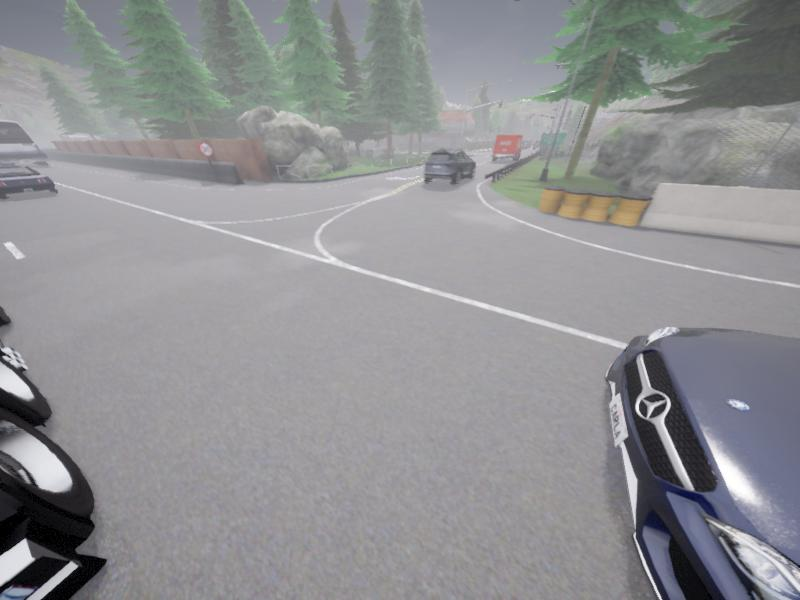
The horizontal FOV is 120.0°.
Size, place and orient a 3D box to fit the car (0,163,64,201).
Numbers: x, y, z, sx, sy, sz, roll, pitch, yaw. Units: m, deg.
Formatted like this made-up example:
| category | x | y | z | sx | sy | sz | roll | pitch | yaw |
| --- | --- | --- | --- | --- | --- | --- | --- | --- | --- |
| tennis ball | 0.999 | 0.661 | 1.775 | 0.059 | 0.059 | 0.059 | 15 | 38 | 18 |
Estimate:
| category | x | y | z | sx | sy | sz | roll | pitch | yaw |
| --- | --- | --- | --- | --- | --- | --- | --- | --- | --- |
| car | -20.508 | -6.378 | 12.301 | 4.718 | 1.301 | 1.895 | 18 | 39 | 24 |

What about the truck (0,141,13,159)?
| category | x | y | z | sx | sy | sz | roll | pitch | yaw |
| --- | --- | --- | --- | --- | --- | --- | --- | --- | --- |
| truck | -74.088 | -27.489 | 41.070 | 8.468 | 3.827 | 2.891 | 28 | 44 | 35 |

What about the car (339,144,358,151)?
| category | x | y | z | sx | sy | sz | roll | pitch | yaw |
| --- | --- | --- | --- | --- | --- | --- | --- | --- | --- |
| car | -12.963 | -38.141 | 57.747 | 4.674 | 1.442 | 1.812 | 22 | 40 | 28 |

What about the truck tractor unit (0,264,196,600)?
| category | x | y | z | sx | sy | sz | roll | pitch | yaw |
| --- | --- | --- | --- | --- | --- | --- | --- | --- | --- |
| truck tractor unit | -5.113 | -0.295 | 0.797 | 6.516 | 4.208 | 3.053 | 18 | 38 | 24 |

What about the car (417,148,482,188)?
| category | x | y | z | sx | sy | sz | roll | pitch | yaw |
| --- | --- | --- | --- | --- | --- | --- | --- | --- | --- |
| car | 3.037 | -7.954 | 13.639 | 2.033 | 1.649 | 4.856 | 18 | 38 | 25 |

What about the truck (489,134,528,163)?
| category | x | y | z | sx | sy | sz | roll | pitch | yaw |
| --- | --- | --- | --- | --- | --- | --- | --- | --- | --- |
| truck | 12.330 | -17.217 | 26.156 | 2.627 | 2.467 | 5.204 | 19 | 39 | 25 |

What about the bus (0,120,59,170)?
| category | x | y | z | sx | sy | sz | roll | pitch | yaw |
| --- | --- | --- | --- | --- | --- | --- | --- | --- | --- |
| bus | -45.319 | -17.883 | 26.559 | 10.273 | 4.253 | 3.944 | 19 | 40 | 25 |

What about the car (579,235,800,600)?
| category | x | y | z | sx | sy | sz | roll | pitch | yaw |
| --- | --- | --- | --- | --- | --- | --- | --- | --- | --- |
| car | 3.847 | 1.377 | 0.576 | 5.027 | 1.651 | 2.152 | 18 | 39 | 24 |
